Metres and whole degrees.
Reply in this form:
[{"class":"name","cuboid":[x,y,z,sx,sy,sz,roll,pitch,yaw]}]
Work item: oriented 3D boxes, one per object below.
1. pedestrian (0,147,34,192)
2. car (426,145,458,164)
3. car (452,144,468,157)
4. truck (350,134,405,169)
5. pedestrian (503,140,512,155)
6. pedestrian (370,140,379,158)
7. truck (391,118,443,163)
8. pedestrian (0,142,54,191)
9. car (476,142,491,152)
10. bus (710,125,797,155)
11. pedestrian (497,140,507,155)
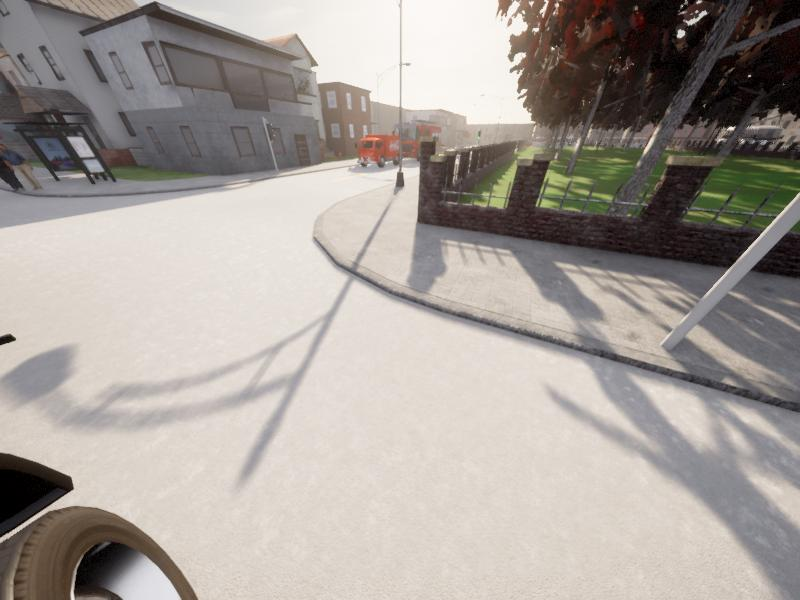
[{"class":"pedestrian","cuboid":[-17.903,-5.941,10.364,0.751,1.860,0.751,27,43,32]},{"class":"car","cuboid":[4.767,-16.181,25.540,1.801,1.575,5.366,16,38,21]},{"class":"car","cuboid":[9.005,-22.805,35.133,2.033,1.411,5.357,6,36,8]},{"class":"truck","cuboid":[-1.848,-13.924,21.522,2.627,2.467,5.204,16,38,21]},{"class":"pedestrian","cuboid":[16.176,-22.925,34.725,0.751,1.860,0.751,15,38,20]},{"class":"pedestrian","cuboid":[-3.225,-19.073,29.111,0.751,1.860,0.751,12,37,16]},{"class":"truck","cuboid":[2.265,-19.060,27.662,2.891,3.827,8.468,16,38,21]},{"class":"pedestrian","cuboid":[-17.301,-6.068,10.542,0.751,1.860,0.751,-25,42,-31]},{"class":"car","cuboid":[16.475,-30.185,45.541,1.845,1.501,3.633,16,38,21]},{"class":"bus","cuboid":[66.344,-30.581,44.073,3.944,4.253,10.273,16,38,20]},{"class":"pedestrian","cuboid":[15.666,-23.507,35.547,0.751,1.860,0.751,5,35,6]}]
